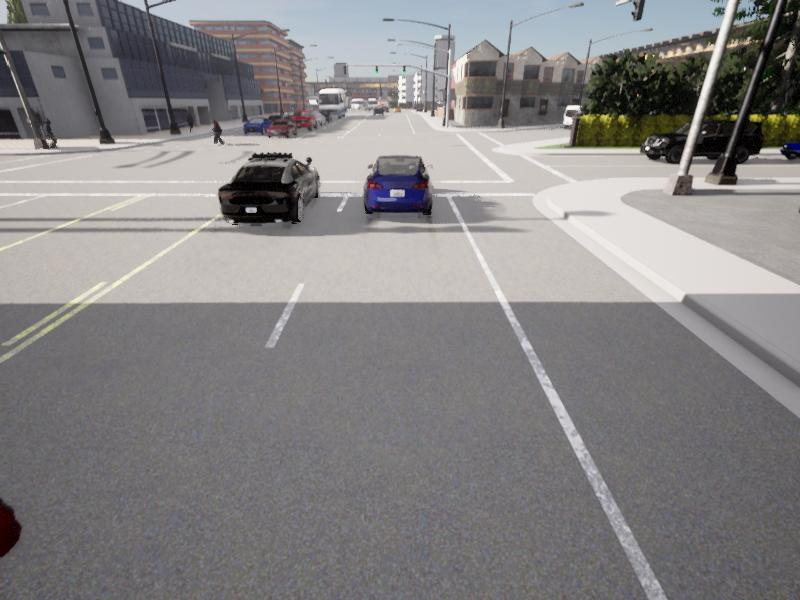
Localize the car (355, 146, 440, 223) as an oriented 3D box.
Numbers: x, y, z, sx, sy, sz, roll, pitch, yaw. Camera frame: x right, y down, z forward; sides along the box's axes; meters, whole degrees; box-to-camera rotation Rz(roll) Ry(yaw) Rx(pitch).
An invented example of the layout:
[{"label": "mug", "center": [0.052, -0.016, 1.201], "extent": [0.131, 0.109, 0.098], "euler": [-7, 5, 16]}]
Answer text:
[{"label": "car", "center": [0.003, -3.822, 12.660], "extent": [2.163, 1.488, 4.792], "euler": [1, 27, 2]}]

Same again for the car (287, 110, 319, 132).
[{"label": "car", "center": [-10.786, -20.140, 44.845], "extent": [2.150, 2.045, 5.566], "euler": [0, 26, 0]}]

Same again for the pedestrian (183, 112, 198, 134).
[{"label": "pedestrian", "center": [-20.243, -17.123, 38.690], "extent": [0.751, 1.860, 0.751], "euler": [0, 26, 0]}]

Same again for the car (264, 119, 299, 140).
[{"label": "car", "center": [-10.712, -15.612, 36.456], "extent": [1.812, 1.442, 4.674], "euler": [0, 27, 0]}]

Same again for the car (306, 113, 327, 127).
[{"label": "car", "center": [-10.833, -23.521, 52.111], "extent": [1.812, 1.442, 4.674], "euler": [0, 27, 0]}]

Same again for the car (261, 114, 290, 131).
[{"label": "car", "center": [-14.298, -20.557, 46.287], "extent": [1.837, 1.490, 4.892], "euler": [0, 27, 0]}]

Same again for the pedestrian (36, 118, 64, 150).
[{"label": "pedestrian", "center": [-22.091, -10.489, 25.271], "extent": [0.751, 1.860, 0.751], "euler": [-17, 31, -31]}]

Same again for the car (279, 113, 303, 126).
[{"label": "car", "center": [-14.325, -23.851, 52.834], "extent": [1.994, 1.385, 4.181], "euler": [0, 27, 1]}]

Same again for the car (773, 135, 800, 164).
[{"label": "car", "center": [23.278, -8.042, 21.301], "extent": [4.718, 1.301, 1.895], "euler": [0, 26, 0]}]

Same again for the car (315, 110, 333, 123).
[{"label": "car", "center": [-10.869, -26.388, 57.584], "extent": [1.816, 1.474, 4.193], "euler": [0, 28, 0]}]

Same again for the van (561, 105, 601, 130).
[{"label": "van", "center": [22.359, -22.544, 49.311], "extent": [1.988, 2.561, 5.915], "euler": [23, 35, 39]}]

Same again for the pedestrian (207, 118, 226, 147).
[{"label": "pedestrian", "center": [-13.281, -12.163, 28.997], "extent": [0.751, 1.860, 0.751], "euler": [-21, 33, -36]}]

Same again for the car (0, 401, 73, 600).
[{"label": "car", "center": [-3.501, 2.088, 0.975], "extent": [1.816, 1.474, 4.193], "euler": [0, 27, 0]}]

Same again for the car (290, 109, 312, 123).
[{"label": "car", "center": [-14.377, -26.867, 58.430], "extent": [1.882, 1.535, 5.008], "euler": [0, 28, 0]}]

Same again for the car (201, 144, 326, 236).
[{"label": "car", "center": [-3.623, -3.494, 11.833], "extent": [1.930, 1.638, 5.238], "euler": [-1, 27, -1]}]

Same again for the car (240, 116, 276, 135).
[{"label": "car", "center": [-14.265, -17.673, 40.478], "extent": [1.882, 1.535, 5.008], "euler": [0, 26, 0]}]

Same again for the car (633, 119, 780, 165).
[{"label": "car", "center": [15.945, -8.383, 21.150], "extent": [5.566, 2.045, 2.150], "euler": [0, 26, 0]}]

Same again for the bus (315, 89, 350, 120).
[{"label": "bus", "center": [-10.809, -32.245, 65.708], "extent": [3.944, 4.253, 10.273], "euler": [0, 28, 0]}]
